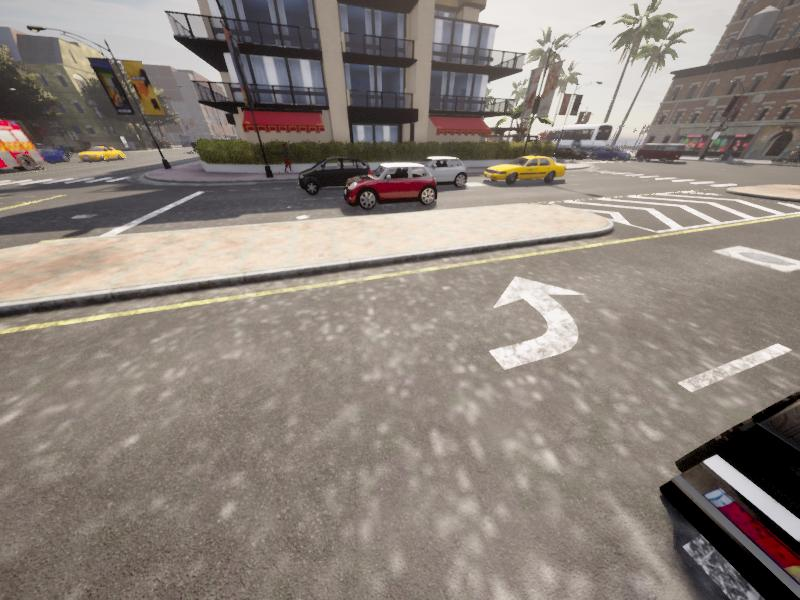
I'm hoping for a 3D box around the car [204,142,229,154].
[{"bbox_3d":[-33.714,-27.992,42.533,2.033,1.649,4.856,-10,36,-15],"label":"car"}]

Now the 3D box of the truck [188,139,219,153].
[{"bbox_3d":[-38.625,-30.420,45.573,2.390,2.098,6.274,-10,36,-15],"label":"truck"}]

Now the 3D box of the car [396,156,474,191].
[{"bbox_3d":[1.881,-7.319,13.231,3.806,1.475,1.970,-10,36,-14],"label":"car"}]

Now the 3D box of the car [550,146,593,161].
[{"bbox_3d":[24.174,-20.920,32.881,2.007,1.525,4.514,-9,36,-13],"label":"car"}]

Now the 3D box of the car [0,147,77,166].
[{"bbox_3d":[-37.630,-15.198,24.292,1.812,1.442,4.674,-10,36,-15],"label":"car"}]

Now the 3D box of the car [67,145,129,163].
[{"bbox_3d":[-35.067,-17.235,27.118,1.801,1.575,5.366,-10,36,-15],"label":"car"}]

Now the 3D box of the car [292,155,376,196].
[{"bbox_3d":[-3.304,-6.442,11.867,3.705,1.549,1.789,-10,36,-14],"label":"car"}]

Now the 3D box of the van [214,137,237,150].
[{"bbox_3d":[-43.292,-38.940,57.480,2.351,2.431,6.366,-10,36,-15],"label":"van"}]

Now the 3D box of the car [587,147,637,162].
[{"bbox_3d":[28.487,-19.706,31.240,1.812,1.442,4.674,-10,36,-14],"label":"car"}]

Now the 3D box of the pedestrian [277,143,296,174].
[{"bbox_3d":[-8.132,-10.177,16.619,0.751,1.860,0.751,-10,36,-14],"label":"pedestrian"}]

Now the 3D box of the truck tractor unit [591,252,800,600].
[{"bbox_3d":[5.283,-0.072,0.453,6.516,4.208,3.053,-10,36,-14],"label":"truck tractor unit"}]

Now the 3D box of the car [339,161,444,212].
[{"bbox_3d":[-0.413,-4.822,9.629,3.806,1.475,1.970,-10,36,-14],"label":"car"}]

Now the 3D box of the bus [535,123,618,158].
[{"bbox_3d":[28.894,-26.751,38.904,3.944,4.253,10.273,-10,36,-14],"label":"bus"}]

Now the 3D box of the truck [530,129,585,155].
[{"bbox_3d":[30.388,-30.894,45.233,2.891,3.827,8.468,-10,36,-14],"label":"truck"}]

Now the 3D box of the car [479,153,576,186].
[{"bbox_3d":[8.069,-8.449,14.807,5.366,1.575,1.801,-10,36,-14],"label":"car"}]

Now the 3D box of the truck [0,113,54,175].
[{"bbox_3d":[-30.924,-10.718,15.822,2.891,3.827,8.468,-10,36,-15],"label":"truck"}]

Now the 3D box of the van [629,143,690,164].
[{"bbox_3d":[32.777,-18.728,29.393,1.775,1.987,4.442,-10,36,-14],"label":"van"}]
